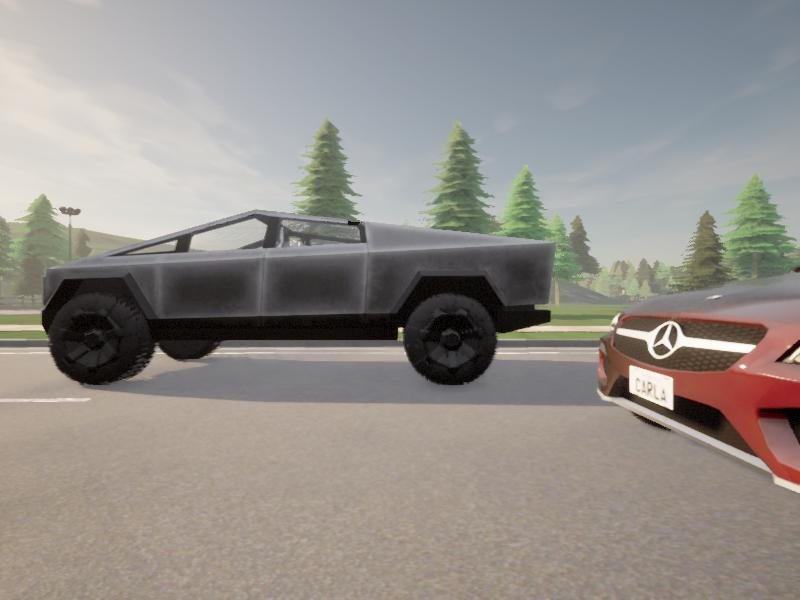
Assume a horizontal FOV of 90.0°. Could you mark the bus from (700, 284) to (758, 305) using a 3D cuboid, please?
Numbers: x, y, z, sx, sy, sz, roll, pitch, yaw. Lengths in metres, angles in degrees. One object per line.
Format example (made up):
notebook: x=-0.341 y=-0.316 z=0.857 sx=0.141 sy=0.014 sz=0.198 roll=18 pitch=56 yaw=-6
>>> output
bus: x=69.528 y=-1.110 z=85.000 sx=3.944 sy=4.253 sz=10.273 roll=0 pitch=0 yaw=1

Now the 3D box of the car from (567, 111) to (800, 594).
car: x=3.881 y=0.182 z=2.200 sx=5.027 sy=1.651 sz=2.152 roll=0 pitch=0 yaw=0

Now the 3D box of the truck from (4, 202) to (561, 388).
truck: x=-1.320 y=-0.058 z=5.700 sx=6.274 sy=2.098 sz=2.390 roll=0 pitch=0 yaw=0

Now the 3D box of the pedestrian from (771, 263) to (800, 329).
pedestrian: x=11.458 y=-0.110 z=11.588 sx=0.751 sy=1.860 sz=0.751 roll=0 pitch=0 yaw=1
